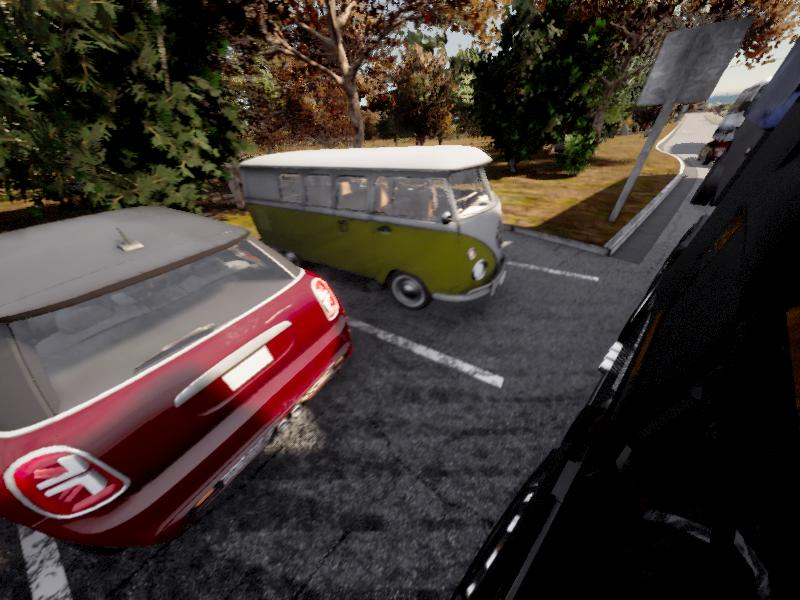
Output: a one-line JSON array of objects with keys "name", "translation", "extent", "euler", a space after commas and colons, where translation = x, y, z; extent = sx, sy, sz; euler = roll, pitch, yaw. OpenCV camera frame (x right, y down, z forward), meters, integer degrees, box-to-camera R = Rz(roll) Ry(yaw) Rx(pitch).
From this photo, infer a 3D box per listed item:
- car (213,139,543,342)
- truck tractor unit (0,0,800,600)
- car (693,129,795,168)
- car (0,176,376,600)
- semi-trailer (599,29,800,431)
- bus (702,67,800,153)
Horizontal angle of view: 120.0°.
[{"name": "car", "translation": [-0.497, -1.360, 3.876], "extent": [4.442, 1.987, 1.878], "euler": [17, 40, 26]}, {"name": "truck tractor unit", "translation": [2.645, -0.295, 0.352], "extent": [6.516, 4.208, 3.053], "euler": [-28, 44, -30]}, {"name": "car", "translation": [17.438, -7.917, 12.028], "extent": [1.994, 1.385, 4.181], "euler": [24, 43, 34]}, {"name": "car", "translation": [-2.840, -0.097, 2.501], "extent": [4.553, 1.767, 2.185], "euler": [17, 41, 26]}, {"name": "semi-trailer", "translation": [8.630, -3.646, 4.300], "extent": [14.254, 4.402, 2.717], "euler": [-29, 44, -31]}, {"name": "bus", "translation": [27.428, -13.914, 17.312], "extent": [3.944, 4.253, 10.273], "euler": [27, 45, 35]}]
